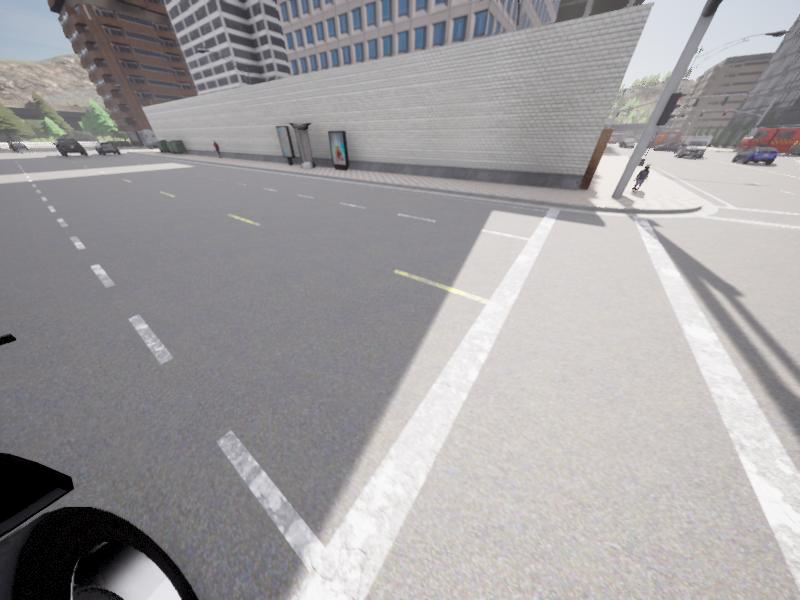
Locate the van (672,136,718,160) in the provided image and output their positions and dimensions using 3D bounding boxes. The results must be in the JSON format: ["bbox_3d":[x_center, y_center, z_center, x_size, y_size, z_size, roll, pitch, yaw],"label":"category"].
[{"bbox_3d":[39.068,-20.376,30.803,2.351,2.431,6.366,26,43,32],"label":"van"}]

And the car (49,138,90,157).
[{"bbox_3d":[-46.445,-21.456,32.476,5.566,2.045,2.150,22,41,28],"label":"car"}]

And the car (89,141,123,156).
[{"bbox_3d":[-44.374,-22.918,34.898,4.856,1.649,2.033,22,41,28],"label":"car"}]

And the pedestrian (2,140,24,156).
[{"bbox_3d":[-56.712,-22.311,33.889,0.751,1.860,0.751,18,39,23],"label":"pedestrian"}]

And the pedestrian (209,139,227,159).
[{"bbox_3d":[-20.387,-16.872,25.863,0.751,1.860,0.751,25,42,30],"label":"pedestrian"}]

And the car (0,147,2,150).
[{"bbox_3d":[-84.881,-31.874,47.837,4.718,1.301,1.895,25,42,31],"label":"car"}]

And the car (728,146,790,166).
[{"bbox_3d":[37.133,-15.083,24.084,2.007,1.525,4.514,23,41,29],"label":"car"}]

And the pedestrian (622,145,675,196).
[{"bbox_3d":[10.795,-5.683,10.140,0.751,1.860,0.751,19,39,24],"label":"pedestrian"}]

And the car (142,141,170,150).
[{"bbox_3d":[-54.618,-34.696,51.736,1.789,1.549,3.705,22,41,28],"label":"car"}]

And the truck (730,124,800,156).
[{"bbox_3d":[58.639,-24.239,35.081,8.468,3.827,2.891,21,40,27],"label":"truck"}]
